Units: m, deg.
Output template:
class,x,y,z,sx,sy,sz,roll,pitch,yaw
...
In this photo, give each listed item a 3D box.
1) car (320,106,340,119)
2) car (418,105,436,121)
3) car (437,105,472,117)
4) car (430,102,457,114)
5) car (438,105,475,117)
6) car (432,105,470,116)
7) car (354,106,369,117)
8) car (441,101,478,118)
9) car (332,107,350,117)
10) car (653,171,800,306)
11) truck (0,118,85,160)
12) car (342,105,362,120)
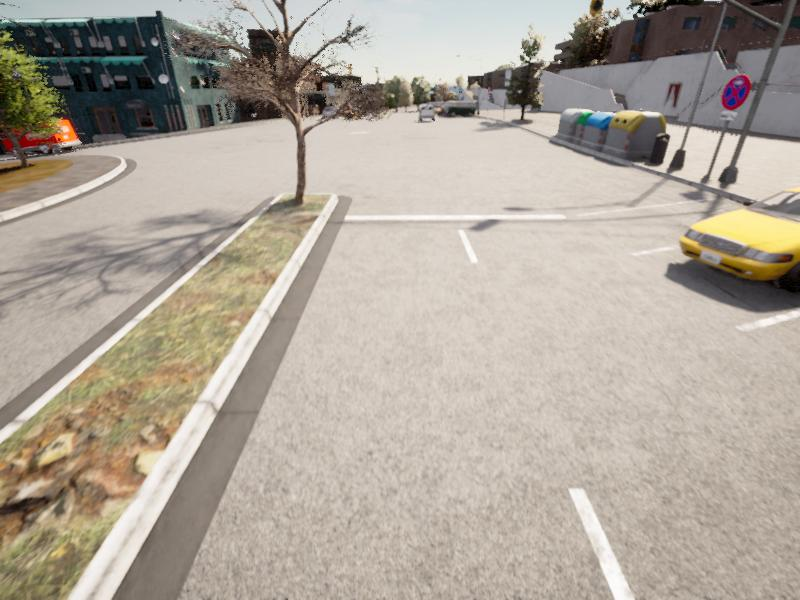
class,x,y,z,sx,sy,sz,roll,pitch,yaw
car,-8.887,-23.955,51.079,1.845,1.501,3.633,0,26,0
car,2.972,-20.971,44.888,1.845,1.501,3.633,0,26,0
car,8.049,-28.097,59.447,4.674,1.452,2.002,-9,28,-18
car,7.937,-34.843,72.678,4.442,1.987,1.878,-9,28,-18
car,8.043,-26.794,56.773,4.674,1.452,2.002,-9,27,-18
car,7.873,-29.414,62.046,5.366,1.575,1.946,-9,28,-18
car,-5.895,-29.118,61.691,1.816,1.474,4.193,0,26,0
car,7.941,-25.709,53.938,4.442,1.987,1.878,-9,28,-18
car,-8.896,-28.526,60.638,1.994,1.385,4.181,0,26,0
car,7.896,-1.441,7.597,5.366,1.575,1.946,-9,29,-18
truck,-30.612,-13.655,33.914,5.204,2.467,2.627,-4,28,6
car,-5.887,-23.432,49.979,1.882,1.535,5.008,0,27,0
